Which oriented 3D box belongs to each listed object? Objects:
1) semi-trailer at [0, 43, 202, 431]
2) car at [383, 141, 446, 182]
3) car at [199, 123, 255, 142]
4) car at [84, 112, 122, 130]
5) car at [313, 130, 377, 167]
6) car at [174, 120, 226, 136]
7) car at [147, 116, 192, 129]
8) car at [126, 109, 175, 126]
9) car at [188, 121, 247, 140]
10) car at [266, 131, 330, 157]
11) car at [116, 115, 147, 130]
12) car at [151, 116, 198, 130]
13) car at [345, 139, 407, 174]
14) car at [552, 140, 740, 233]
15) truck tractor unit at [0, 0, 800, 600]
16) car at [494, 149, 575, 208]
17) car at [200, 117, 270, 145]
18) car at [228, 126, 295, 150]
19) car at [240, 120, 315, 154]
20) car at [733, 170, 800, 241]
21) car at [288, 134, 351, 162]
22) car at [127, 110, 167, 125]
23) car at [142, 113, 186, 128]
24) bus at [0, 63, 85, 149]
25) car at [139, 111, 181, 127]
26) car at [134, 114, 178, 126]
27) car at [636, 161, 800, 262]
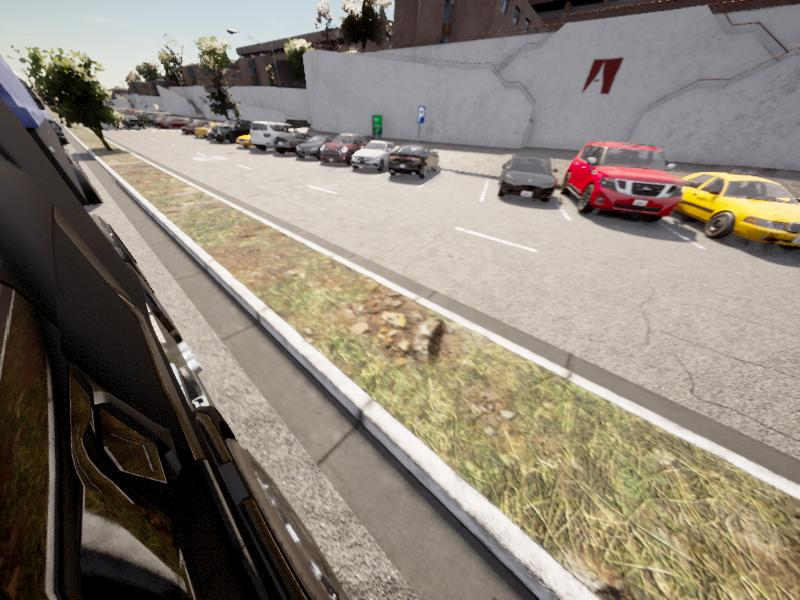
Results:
[{"bbox_3d":[-8.701,-3.605,4.222,14.254,4.402,2.717,28,44,30],"label":"semi-trailer"},{"bbox_3d":[0.979,-8.073,13.201,2.097,1.535,5.008,14,38,15],"label":"car"},{"bbox_3d":[-19.681,-19.241,26.573,2.002,1.452,4.674,15,38,14],"label":"car"},{"bbox_3d":[-40.121,-24.189,31.180,4.611,1.667,2.242,29,44,29],"label":"car"},{"bbox_3d":[-3.588,-10.655,16.136,2.185,1.767,4.553,15,38,14],"label":"car"},{"bbox_3d":[-26.576,-23.024,30.942,2.163,1.488,4.792,15,38,14],"label":"car"},{"bbox_3d":[-38.045,-29.363,38.291,2.002,1.452,4.674,15,38,14],"label":"car"},{"bbox_3d":[-47.148,-34.613,43.916,2.435,2.045,5.566,15,38,14],"label":"car"},{"bbox_3d":[-21.920,-20.638,28.156,1.946,1.575,5.366,15,38,14],"label":"car"},{"bbox_3d":[-8.198,-13.008,19.203,2.163,1.488,4.792,14,38,14],"label":"car"},{"bbox_3d":[-39.357,-26.083,33.861,4.892,1.490,1.837,29,44,29],"label":"car"},{"bbox_3d":[-35.751,-28.089,36.799,2.163,1.488,4.792,15,38,14],"label":"car"},{"bbox_3d":[-1.311,-9.274,14.722,2.002,1.452,4.674,15,38,14],"label":"car"},{"bbox_3d":[7.880,-4.576,8.555,2.435,2.045,5.566,14,38,14],"label":"car"},{"bbox_3d":[-2.645,-0.295,0.352,6.516,4.208,3.053,28,44,30],"label":"truck tractor unit"},{"bbox_3d":[5.568,-5.580,10.213,2.163,1.488,4.792,14,38,14],"label":"car"},{"bbox_3d":[-17.377,-18.192,24.902,2.435,2.045,5.566,15,38,14],"label":"car"},{"bbox_3d":[-12.856,-15.406,21.982,1.946,1.575,5.366,15,38,14],"label":"car"},{"bbox_3d":[-10.478,-14.474,20.517,2.435,2.045,5.566,14,38,14],"label":"car"},{"bbox_3d":[12.522,-2.032,5.888,1.946,1.575,5.366,14,38,15],"label":"car"},{"bbox_3d":[-5.900,-11.738,17.700,2.002,1.452,4.674,15,38,14],"label":"car"},{"bbox_3d":[-49.460,-35.802,45.319,1.878,1.987,4.442,15,38,14],"label":"car"},{"bbox_3d":[-40.324,-30.738,39.626,2.185,1.767,4.553,15,38,14],"label":"car"},{"bbox_3d":[-28.516,-14.228,16.991,10.273,4.253,3.944,28,43,28],"label":"bus"},{"bbox_3d":[-42.549,-32.157,41.134,1.878,1.987,4.442,15,38,14],"label":"car"},{"bbox_3d":[-44.882,-33.167,42.631,2.231,1.521,4.892,15,38,14],"label":"car"},{"bbox_3d":[10.106,-3.061,7.090,1.946,1.575,5.366,14,38,14],"label":"car"}]
